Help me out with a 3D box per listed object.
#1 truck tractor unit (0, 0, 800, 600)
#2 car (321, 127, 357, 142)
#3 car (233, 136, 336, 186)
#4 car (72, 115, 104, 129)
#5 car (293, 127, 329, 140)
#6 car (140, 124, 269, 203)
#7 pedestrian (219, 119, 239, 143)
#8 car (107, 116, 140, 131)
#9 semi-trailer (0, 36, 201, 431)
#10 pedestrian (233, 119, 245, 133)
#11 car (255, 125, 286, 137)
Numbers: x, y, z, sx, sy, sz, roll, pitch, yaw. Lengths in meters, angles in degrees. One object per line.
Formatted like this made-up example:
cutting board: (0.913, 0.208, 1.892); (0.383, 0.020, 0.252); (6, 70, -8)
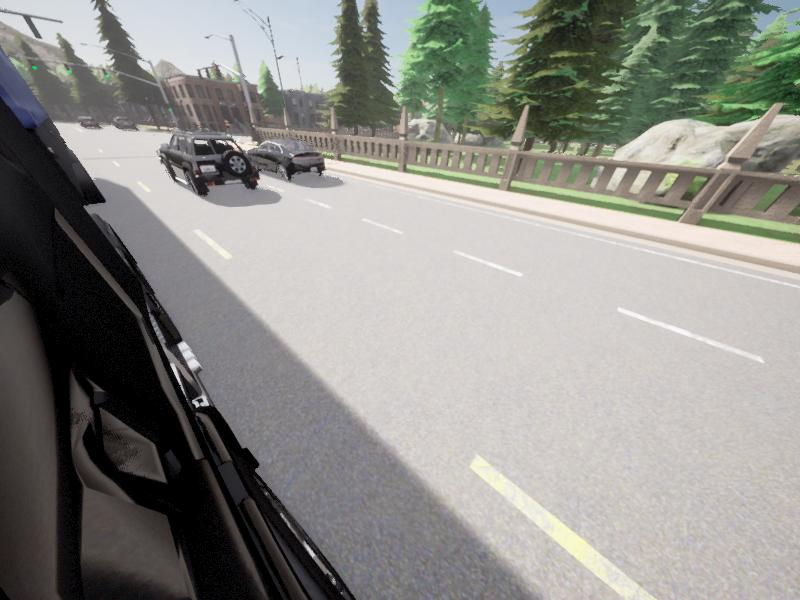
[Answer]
truck tractor unit: (-2.645, -0.295, 0.352); (6.516, 4.208, 3.053); (28, 44, 30)
car: (-9.417, -25.826, 36.039); (1.930, 1.638, 5.238); (29, 44, 30)
car: (-5.633, -6.910, 11.223); (4.902, 1.511, 2.128); (28, 44, 29)
car: (-49.695, -28.294, 36.739); (4.792, 1.488, 2.163); (27, 43, 28)
car: (-13.825, -26.047, 36.158); (1.837, 1.490, 4.892); (29, 44, 30)
car: (-7.243, -5.218, 8.559); (4.605, 1.855, 1.932); (28, 44, 29)
pedestrian: (-17.069, -16.864, 23.116); (0.751, 1.860, 0.751); (13, 38, 13)
car: (-44.105, -28.203, 36.840); (4.611, 1.667, 2.242); (28, 43, 29)
semi-trailer: (-8.660, -3.642, 4.249); (14.254, 4.402, 2.717); (29, 44, 30)
pedestrian: (-27.138, -29.244, 38.915); (0.751, 1.860, 0.751); (14, 38, 15)
car: (-21.094, -27.635, 37.795); (1.970, 1.475, 3.806); (29, 44, 30)
